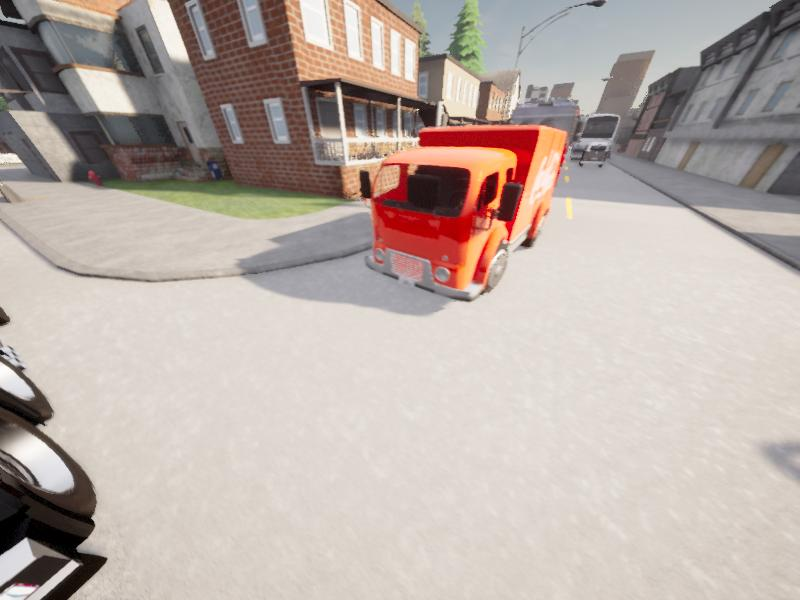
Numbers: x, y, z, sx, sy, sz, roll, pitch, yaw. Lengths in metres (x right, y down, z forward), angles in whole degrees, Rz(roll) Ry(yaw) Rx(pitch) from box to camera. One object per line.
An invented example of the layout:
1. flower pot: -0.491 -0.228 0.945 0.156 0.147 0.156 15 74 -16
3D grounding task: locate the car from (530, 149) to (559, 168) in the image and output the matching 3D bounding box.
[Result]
1. car: 14.692 -14.469 23.463 1.994 1.385 4.181 18 39 24

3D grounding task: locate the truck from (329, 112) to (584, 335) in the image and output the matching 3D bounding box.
1. truck: 1.630 -2.164 4.936 2.627 2.467 5.204 23 41 29

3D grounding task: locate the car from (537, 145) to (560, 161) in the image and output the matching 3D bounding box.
1. car: 19.307 -19.122 29.959 1.882 1.535 5.008 18 39 25

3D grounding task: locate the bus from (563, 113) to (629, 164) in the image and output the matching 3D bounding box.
1. bus: 22.903 -19.387 27.931 3.944 4.253 10.273 18 39 24

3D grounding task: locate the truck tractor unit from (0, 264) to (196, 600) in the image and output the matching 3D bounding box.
1. truck tractor unit: -5.110 -0.302 0.785 6.516 4.208 3.053 18 39 24

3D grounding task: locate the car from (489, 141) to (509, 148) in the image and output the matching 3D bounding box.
1. car: 28.694 -45.137 67.175 4.856 1.649 2.033 18 39 24

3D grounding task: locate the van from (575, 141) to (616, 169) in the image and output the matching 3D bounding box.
1. van: 18.450 -13.919 22.050 2.069 2.038 4.480 18 39 24

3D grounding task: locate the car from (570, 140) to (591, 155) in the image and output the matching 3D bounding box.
1. car: 31.649 -26.989 40.703 2.150 2.045 5.566 18 39 24

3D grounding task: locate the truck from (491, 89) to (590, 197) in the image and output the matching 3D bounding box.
1. truck: 8.172 -9.018 13.539 2.891 3.827 8.468 18 39 25
